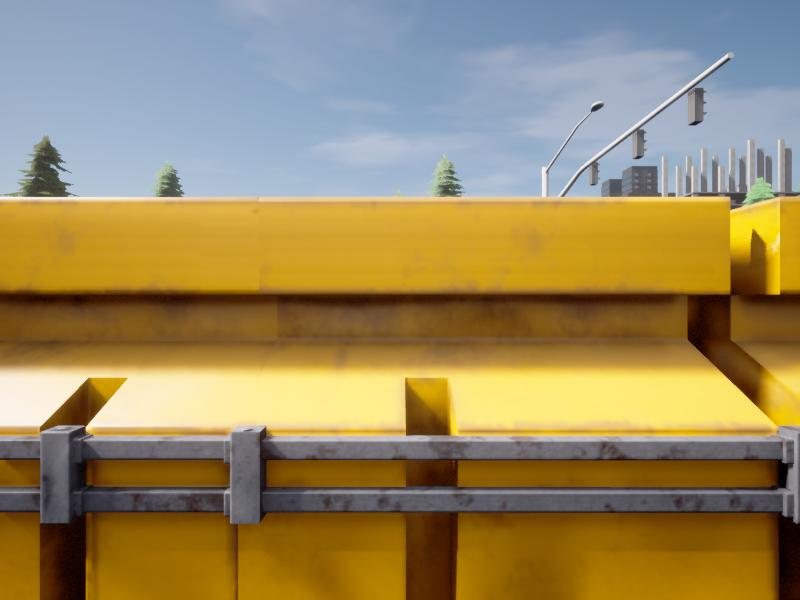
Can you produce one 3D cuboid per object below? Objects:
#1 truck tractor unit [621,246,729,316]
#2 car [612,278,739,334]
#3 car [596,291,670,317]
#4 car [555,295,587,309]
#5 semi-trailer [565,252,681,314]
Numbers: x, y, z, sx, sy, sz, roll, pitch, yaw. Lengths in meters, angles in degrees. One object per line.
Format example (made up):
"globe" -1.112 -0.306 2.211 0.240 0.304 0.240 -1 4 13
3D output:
"truck tractor unit" 18.439 -1.125 27.495 3.053 4.208 6.516 0 0 2
"car" 9.647 0.169 13.851 5.238 1.638 1.930 0 1 -35
"car" 14.841 0.224 25.906 2.038 1.542 4.974 0 0 3
"car" 18.917 0.250 44.471 1.970 1.475 3.806 0 0 1
"semi-trailer" 18.691 -1.221 35.403 2.717 4.402 14.254 0 0 2
